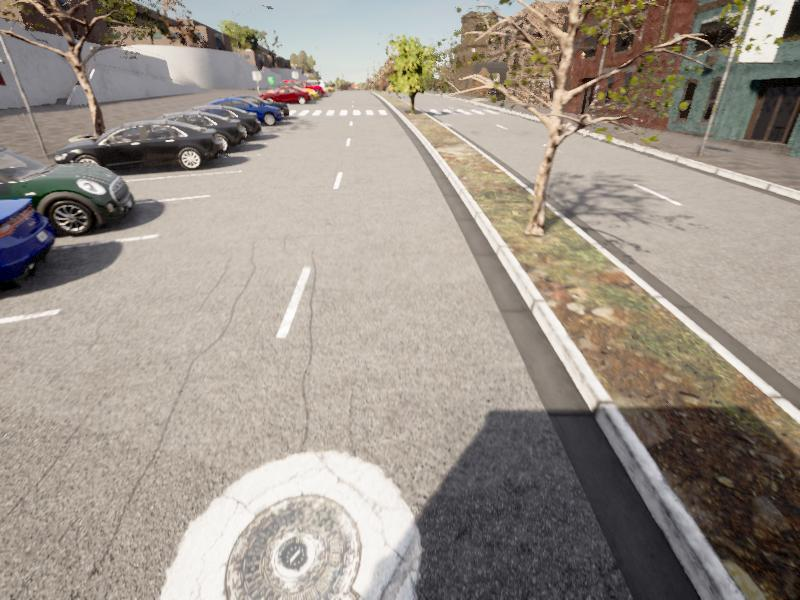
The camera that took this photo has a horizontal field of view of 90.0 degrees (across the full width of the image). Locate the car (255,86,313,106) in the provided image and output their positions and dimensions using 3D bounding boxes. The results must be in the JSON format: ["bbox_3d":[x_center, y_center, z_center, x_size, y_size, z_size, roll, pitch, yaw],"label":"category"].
[{"bbox_3d":[-11.245,-19.853,38.919,5.008,1.535,2.097,-14,32,-22],"label":"car"}]

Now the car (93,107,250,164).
[{"bbox_3d":[-8.770,-6.616,15.857,4.892,1.521,2.231,-13,33,-20],"label":"car"}]

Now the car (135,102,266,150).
[{"bbox_3d":[-8.999,-8.097,18.408,4.892,1.521,2.231,-13,33,-20],"label":"car"}]

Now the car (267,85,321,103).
[{"bbox_3d":[-11.662,-22.797,44.159,5.366,1.575,1.946,-14,32,-22],"label":"car"}]

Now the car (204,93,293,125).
[{"bbox_3d":[-9.824,-12.525,26.056,5.008,1.535,2.097,-14,32,-21],"label":"car"}]

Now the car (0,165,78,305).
[{"bbox_3d":[-8.124,-0.679,5.664,5.008,1.535,2.097,-12,32,-18],"label":"car"}]

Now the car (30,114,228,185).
[{"bbox_3d":[-8.566,-5.133,13.308,4.892,1.521,2.231,-13,33,-20],"label":"car"}]

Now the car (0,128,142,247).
[{"bbox_3d":[-8.282,-2.269,8.141,4.553,1.767,2.185,-12,32,-19],"label":"car"}]

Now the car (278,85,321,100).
[{"bbox_3d":[-12.403,-25.591,49.285,4.674,1.452,2.002,-14,31,-22],"label":"car"}]

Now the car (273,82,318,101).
[{"bbox_3d":[-12.143,-24.293,46.604,4.553,1.767,2.185,-14,31,-22],"label":"car"}]

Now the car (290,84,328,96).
[{"bbox_3d":[-13.553,-31.315,59.663,5.008,1.535,2.097,-13,31,-22],"label":"car"}]

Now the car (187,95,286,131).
[{"bbox_3d":[-9.542,-11.051,23.502,5.008,1.535,2.097,-14,32,-21],"label":"car"}]

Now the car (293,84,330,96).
[{"bbox_3d":[-14.287,-34.096,64.802,5.366,1.575,1.946,-13,31,-22],"label":"car"}]

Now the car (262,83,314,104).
[{"bbox_3d":[-11.572,-21.408,41.430,4.553,1.767,2.185,-14,32,-22],"label":"car"}]

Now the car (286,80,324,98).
[{"bbox_3d":[-12.873,-28.704,54.394,4.442,1.987,1.878,-14,31,-22],"label":"car"}]

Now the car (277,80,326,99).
[{"bbox_3d":[-12.666,-27.284,51.755,5.566,2.045,2.435,-14,31,-22],"label":"car"}]

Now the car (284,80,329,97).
[{"bbox_3d":[-13.287,-30.114,56.924,5.566,2.045,2.435,-13,31,-22],"label":"car"}]
